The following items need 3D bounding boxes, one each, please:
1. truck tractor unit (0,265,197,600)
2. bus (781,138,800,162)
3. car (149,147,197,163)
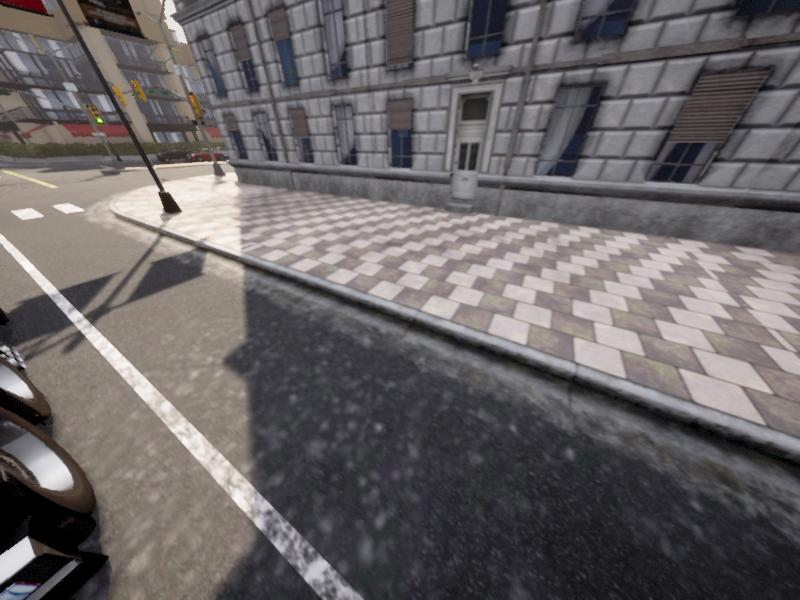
[{"bbox_3d":[-5.112,-0.300,0.777,6.516,4.208,3.053,18,39,24],"label":"truck tractor unit"},{"bbox_3d":[47.591,-15.644,22.341,3.944,4.253,10.273,-21,40,-28],"label":"bus"},{"bbox_3d":[-28.698,-18.415,29.339,1.789,1.549,3.705,18,39,25],"label":"car"}]
